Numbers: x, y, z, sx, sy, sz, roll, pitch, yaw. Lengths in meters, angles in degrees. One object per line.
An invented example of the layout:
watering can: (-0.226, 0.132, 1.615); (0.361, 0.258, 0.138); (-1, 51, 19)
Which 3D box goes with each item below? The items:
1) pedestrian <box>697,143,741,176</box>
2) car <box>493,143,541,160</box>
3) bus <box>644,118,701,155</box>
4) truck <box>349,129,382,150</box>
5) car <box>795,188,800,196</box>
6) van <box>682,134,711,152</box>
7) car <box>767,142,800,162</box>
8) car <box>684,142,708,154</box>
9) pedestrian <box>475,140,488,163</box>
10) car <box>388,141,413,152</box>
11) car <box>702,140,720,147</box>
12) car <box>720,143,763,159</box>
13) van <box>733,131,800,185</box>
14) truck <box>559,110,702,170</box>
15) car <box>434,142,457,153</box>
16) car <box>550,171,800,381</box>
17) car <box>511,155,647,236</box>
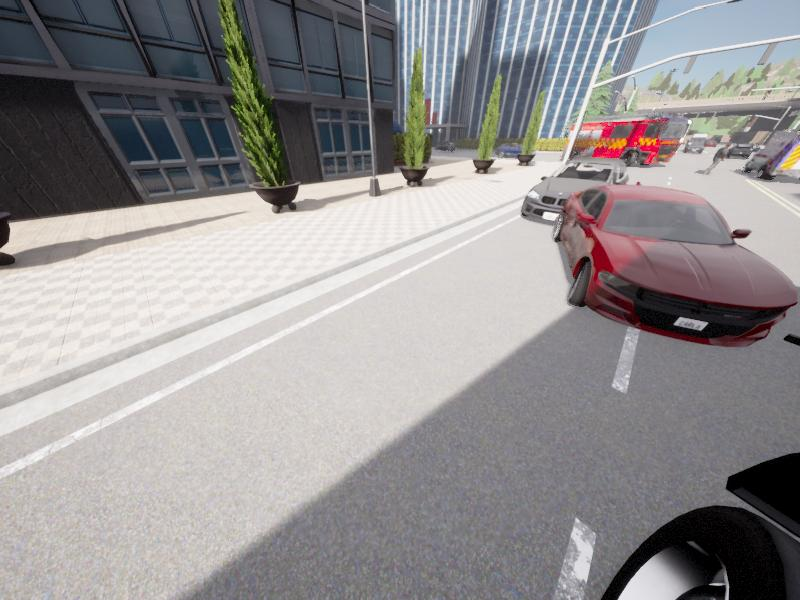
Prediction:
pedestrian: (21.460, -9.497, 15.595); (0.751, 1.860, 0.751); (17, 39, 23)
car: (14.753, -19.022, 29.450); (4.856, 1.649, 2.033); (29, 45, 35)
bus: (43.138, -25.935, 36.763); (3.944, 4.253, 10.273); (29, 45, 35)
truck: (-8.367, -38.449, 55.374); (8.468, 3.827, 2.891); (29, 44, 35)
car: (17.416, -4.198, 8.322); (1.930, 1.638, 5.238); (29, 45, 35)
van: (51.711, -27.490, 40.391); (1.988, 2.561, 5.915); (29, 45, 35)
car: (42.166, -15.826, 24.630); (2.242, 1.667, 4.611); (29, 45, 35)
car: (46.266, -23.847, 36.205); (1.812, 1.442, 4.674); (30, 45, 35)
pedestrian: (8.049, -14.704, 22.852); (0.751, 1.860, 0.751); (21, 40, 27)
car: (0.093, -30.032, 45.203); (4.611, 1.667, 2.242); (29, 45, 35)
car: (74.891, -37.723, 55.723); (1.994, 1.385, 4.181); (29, 45, 35)
car: (41.665, -18.326, 28.331); (2.128, 1.511, 4.902); (29, 45, 35)
van: (24.313, -8.896, 14.265); (2.351, 2.431, 6.366); (24, 42, 31)
truck: (20.298, -14.877, 21.595); (2.891, 3.827, 8.468); (-11, 36, -15)
car: (8.343, -28.185, 42.609); (3.705, 1.549, 1.789); (29, 45, 35)
car: (4.331, -1.255, 4.332); (1.882, 1.535, 5.008); (14, 37, 20)
car: (6.123, -3.801, 7.841); (4.611, 1.667, 2.242); (-28, 43, -34)
